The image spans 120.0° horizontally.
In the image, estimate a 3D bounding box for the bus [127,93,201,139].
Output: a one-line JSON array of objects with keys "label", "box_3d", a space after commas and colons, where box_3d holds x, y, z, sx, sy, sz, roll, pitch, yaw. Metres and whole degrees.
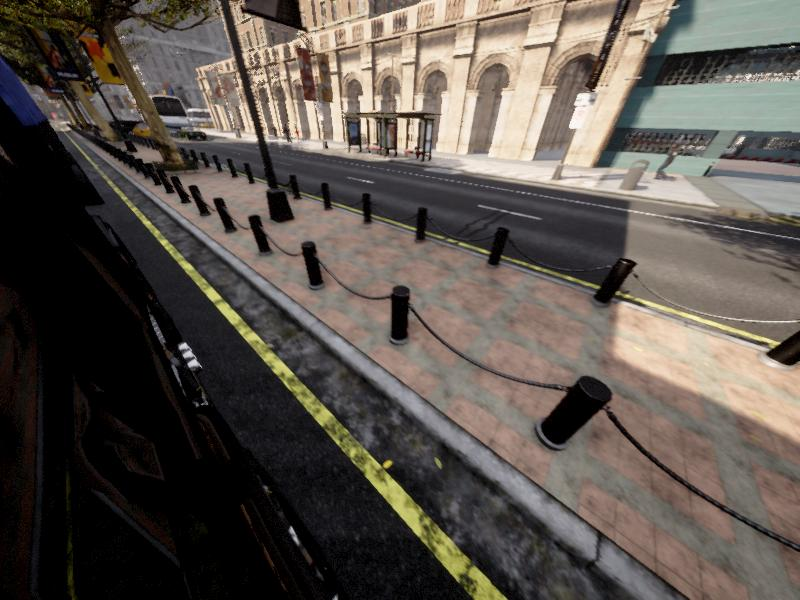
[{"label": "bus", "box_3d": [-32.375, -25.006, 31.616, 10.273, 4.253, 3.944, 28, 44, 30]}]

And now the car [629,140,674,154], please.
[{"label": "car", "box_3d": [39.943, -24.497, 36.865, 4.514, 1.523, 2.007, 28, 44, 30]}]

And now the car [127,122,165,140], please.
[{"label": "car", "box_3d": [-30.440, -20.246, 27.613, 5.366, 1.575, 1.801, 28, 44, 30]}]

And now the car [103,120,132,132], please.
[{"label": "car", "box_3d": [-47.090, -29.048, 38.500, 4.902, 1.511, 2.128, 28, 44, 30]}]

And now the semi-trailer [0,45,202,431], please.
[{"label": "semi-trailer", "box_3d": [-8.703, -3.587, 4.245, 14.254, 4.402, 2.717, 28, 44, 30]}]

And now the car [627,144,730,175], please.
[{"label": "car", "box_3d": [20.983, -10.923, 17.828, 4.786, 1.482, 2.161, 28, 44, 30]}]

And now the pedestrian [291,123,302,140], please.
[{"label": "pedestrian", "box_3d": [-14.520, -23.563, 32.324, 0.751, 1.860, 0.751, 32, 46, 33]}]

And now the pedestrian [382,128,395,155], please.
[{"label": "pedestrian", "box_3d": [-1.005, -13.489, 19.641, 0.751, 1.860, 0.751, 28, 44, 30]}]

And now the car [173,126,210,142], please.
[{"label": "car", "box_3d": [-25.299, -20.150, 27.991, 4.718, 1.301, 1.895, 28, 44, 30]}]

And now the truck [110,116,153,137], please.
[{"label": "truck", "box_3d": [-36.629, -23.739, 31.501, 6.274, 2.098, 2.390, 28, 44, 30]}]

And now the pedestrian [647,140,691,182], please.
[{"label": "pedestrian", "box_3d": [14.570, -7.546, 12.554, 0.751, 1.860, 0.751, -30, 47, -35]}]

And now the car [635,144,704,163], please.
[{"label": "car", "box_3d": [28.748, -15.874, 24.895, 4.718, 1.301, 1.895, 28, 44, 30]}]

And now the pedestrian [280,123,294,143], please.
[{"label": "pedestrian", "box_3d": [-13.430, -19.916, 27.534, 0.751, 1.860, 0.751, 22, 41, 24]}]

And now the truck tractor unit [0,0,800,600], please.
[{"label": "truck tractor unit", "box_3d": [-2.645, -0.295, 0.351, 6.516, 4.208, 3.053, 28, 44, 30]}]

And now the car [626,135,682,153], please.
[{"label": "car", "box_3d": [40.000, -24.787, 36.601, 5.566, 2.045, 2.435, 28, 44, 30]}]

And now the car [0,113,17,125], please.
[{"label": "car", "box_3d": [-75.905, -33.597, 42.746, 4.605, 1.855, 1.932, -20, 42, -28]}]

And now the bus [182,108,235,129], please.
[{"label": "bus", "box_3d": [-55.559, -52.886, 67.461, 3.944, 4.253, 10.273, 28, 44, 30]}]
